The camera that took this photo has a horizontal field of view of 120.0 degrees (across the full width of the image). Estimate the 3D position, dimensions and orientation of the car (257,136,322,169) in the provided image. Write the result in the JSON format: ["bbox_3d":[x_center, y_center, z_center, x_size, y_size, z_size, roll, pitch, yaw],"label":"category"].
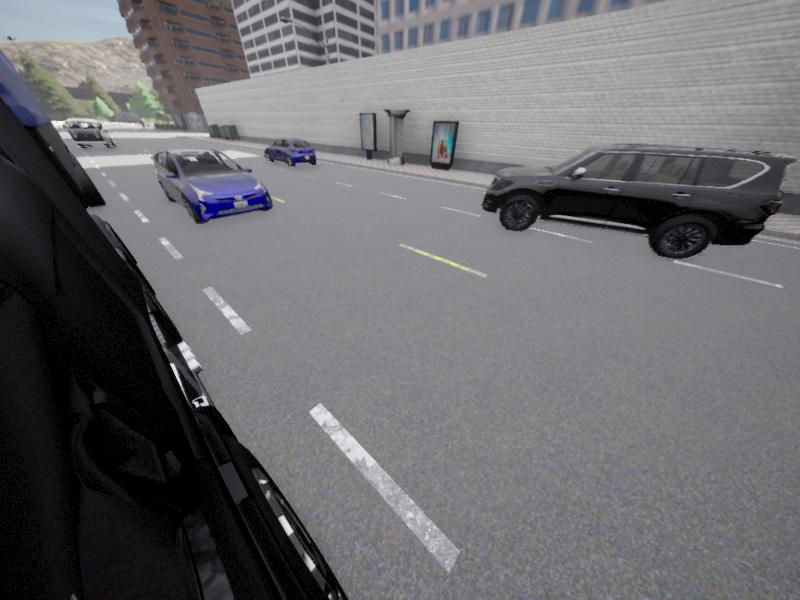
[{"bbox_3d":[-7.339,-9.847,15.286,4.193,1.474,1.816,28,44,30],"label":"car"}]

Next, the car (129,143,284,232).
[{"bbox_3d":[-5.775,-3.593,6.873,4.514,1.525,2.007,28,43,30],"label":"car"}]

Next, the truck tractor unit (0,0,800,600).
[{"bbox_3d":[-2.645,-0.295,0.352,6.516,4.208,3.053,28,44,30],"label":"truck tractor unit"}]

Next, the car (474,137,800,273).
[{"bbox_3d":[5.126,-2.738,5.854,5.566,2.045,2.150,18,39,20],"label":"car"}]

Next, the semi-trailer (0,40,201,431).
[{"bbox_3d":[-8.687,-3.584,4.281,14.254,4.402,2.717,28,44,30],"label":"semi-trailer"}]

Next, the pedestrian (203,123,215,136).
[{"bbox_3d":[-34.813,-31.139,42.092,0.751,1.860,0.751,-4,37,-8],"label":"pedestrian"}]

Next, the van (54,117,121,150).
[{"bbox_3d":[-26.034,-14.028,19.484,2.069,2.038,4.480,-24,43,-31],"label":"van"}]
